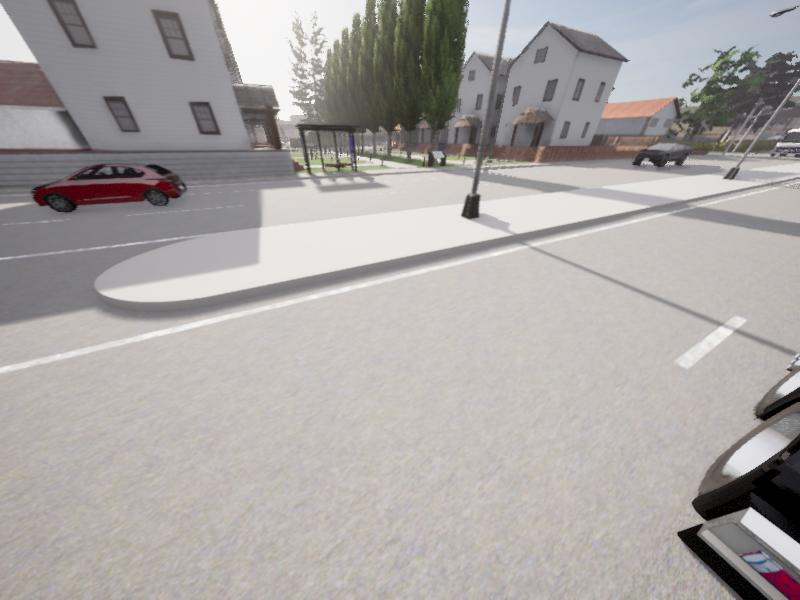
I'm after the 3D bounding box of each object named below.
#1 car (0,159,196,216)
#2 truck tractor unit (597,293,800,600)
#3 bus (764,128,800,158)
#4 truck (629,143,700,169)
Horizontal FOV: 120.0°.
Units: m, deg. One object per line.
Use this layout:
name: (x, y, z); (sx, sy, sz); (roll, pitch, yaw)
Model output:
car: (-11.056, -4.460, 8.938); (4.193, 1.474, 1.816); (-13, 37, -18)
truck tractor unit: (5.163, -0.246, 0.707); (6.516, 4.208, 3.053); (-16, 38, -22)
bus: (72.919, -28.575, 41.970); (10.273, 4.253, 3.944); (-15, 38, -21)
truck: (27.656, -15.220, 24.231); (6.274, 2.098, 2.390); (-15, 38, -21)
